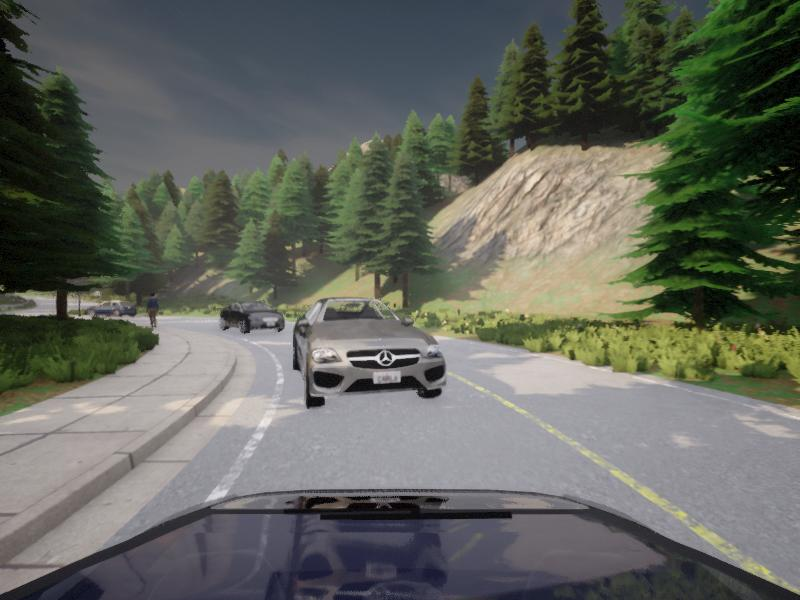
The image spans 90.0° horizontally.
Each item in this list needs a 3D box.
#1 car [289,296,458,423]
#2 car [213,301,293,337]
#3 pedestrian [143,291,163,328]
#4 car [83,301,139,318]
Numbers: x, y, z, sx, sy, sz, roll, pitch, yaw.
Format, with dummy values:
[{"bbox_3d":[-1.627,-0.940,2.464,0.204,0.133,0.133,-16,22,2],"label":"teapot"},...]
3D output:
[{"bbox_3d":[-0.953,0.771,7.917,2.152,1.651,5.027,0,0,-18],"label":"car"},{"bbox_3d":[-7.402,0.815,19.811,2.128,1.511,4.902,0,0,-41],"label":"car"},{"bbox_3d":[-12.741,0.465,20.605,0.751,1.860,0.751,0,0,-42],"label":"pedestrian"},{"bbox_3d":[-26.010,0.820,36.055,3.806,1.475,1.970,0,0,8],"label":"car"}]
